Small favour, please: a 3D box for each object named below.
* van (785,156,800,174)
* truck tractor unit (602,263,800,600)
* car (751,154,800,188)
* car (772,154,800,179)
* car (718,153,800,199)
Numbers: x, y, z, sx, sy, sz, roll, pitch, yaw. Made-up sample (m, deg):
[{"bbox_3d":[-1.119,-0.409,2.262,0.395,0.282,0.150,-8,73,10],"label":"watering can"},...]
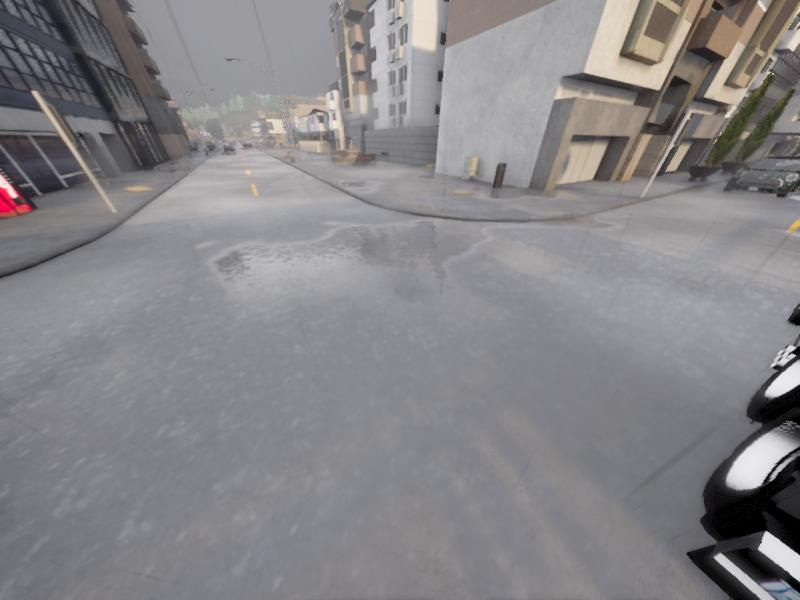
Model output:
[{"bbox_3d":[36.956,-12.365,20.457,4.442,1.987,1.775,-18,39,-24],"label":"van"},{"bbox_3d":[5.109,-0.301,0.793,6.516,4.208,3.053,-18,39,-24],"label":"truck tractor unit"},{"bbox_3d":[26.199,-8.703,15.430,5.366,1.575,1.801,-18,39,-24],"label":"car"},{"bbox_3d":[32.180,-10.603,18.318,3.806,1.475,1.970,-18,39,-25],"label":"car"},{"bbox_3d":[20.039,-6.787,12.422,4.553,1.767,2.097,-18,39,-24],"label":"car"}]
